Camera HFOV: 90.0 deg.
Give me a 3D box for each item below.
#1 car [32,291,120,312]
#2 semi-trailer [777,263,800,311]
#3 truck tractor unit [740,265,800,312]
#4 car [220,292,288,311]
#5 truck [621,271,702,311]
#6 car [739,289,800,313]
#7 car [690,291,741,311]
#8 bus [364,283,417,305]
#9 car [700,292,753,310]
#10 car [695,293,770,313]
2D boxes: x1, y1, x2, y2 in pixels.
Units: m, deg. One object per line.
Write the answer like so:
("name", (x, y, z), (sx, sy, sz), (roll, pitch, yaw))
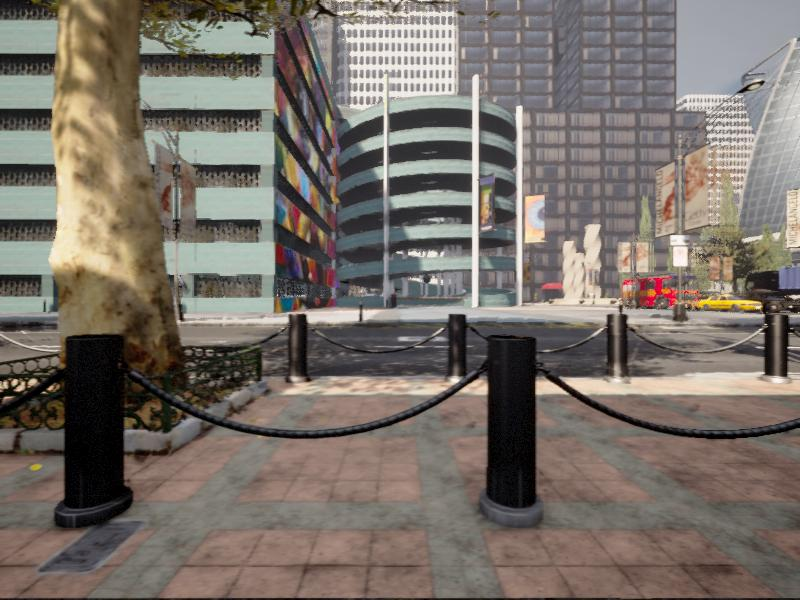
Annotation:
("car", (-23.754, 0.121, 29.470), (4.786, 1.482, 2.161), (0, 0, 0))
("semi-trailer", (37.951, -1.165, 31.663), (2.717, 4.402, 14.254), (0, 0, 0))
("truck tractor unit", (37.939, -1.067, 39.579), (3.053, 4.208, 6.516), (0, 0, 0))
("car", (-12.175, 0.098, 33.623), (4.902, 1.511, 2.128), (0, 0, 0))
("truck", (27.414, -0.882, 42.600), (2.891, 3.827, 8.468), (0, 0, -1))
("car", (30.937, 0.089, 33.429), (1.905, 1.878, 3.866), (0, 0, -1))
("car", (30.906, 0.089, 39.314), (1.905, 1.878, 3.866), (0, 0, -1))
("bus", (-1.862, -1.138, 80.540), (10.273, 4.253, 3.944), (0, 0, 6))
("car", (34.447, 0.101, 42.376), (1.932, 1.855, 4.605), (0, 0, 0))
("car", (27.449, 0.240, 33.335), (1.801, 1.575, 5.366), (0, 0, 0))
